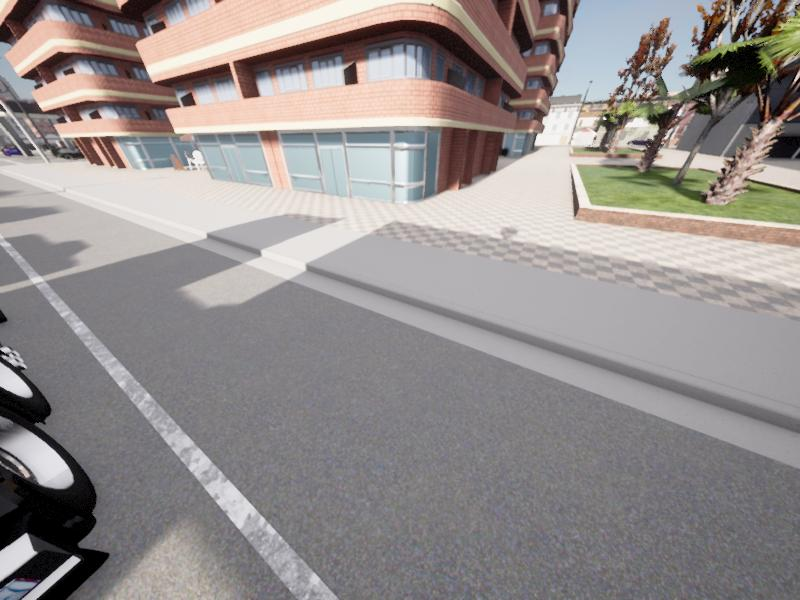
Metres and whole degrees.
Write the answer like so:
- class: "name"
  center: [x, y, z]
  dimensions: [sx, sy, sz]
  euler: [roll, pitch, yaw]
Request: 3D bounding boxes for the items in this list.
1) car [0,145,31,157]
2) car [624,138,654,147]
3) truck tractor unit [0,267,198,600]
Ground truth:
- class: "car"
  center: [-67.450, -26.084, 40.332]
  dimensions: [4.611, 1.667, 2.242]
  euler: [18, 39, 25]
- class: "car"
  center: [48.051, -31.788, 46.527]
  dimensions: [3.633, 1.501, 1.845]
  euler: [19, 39, 24]
- class: "truck tractor unit"
  center: [-5.129, -0.279, 0.782]
  dimensions: [6.516, 4.208, 3.053]
  euler: [18, 39, 24]
